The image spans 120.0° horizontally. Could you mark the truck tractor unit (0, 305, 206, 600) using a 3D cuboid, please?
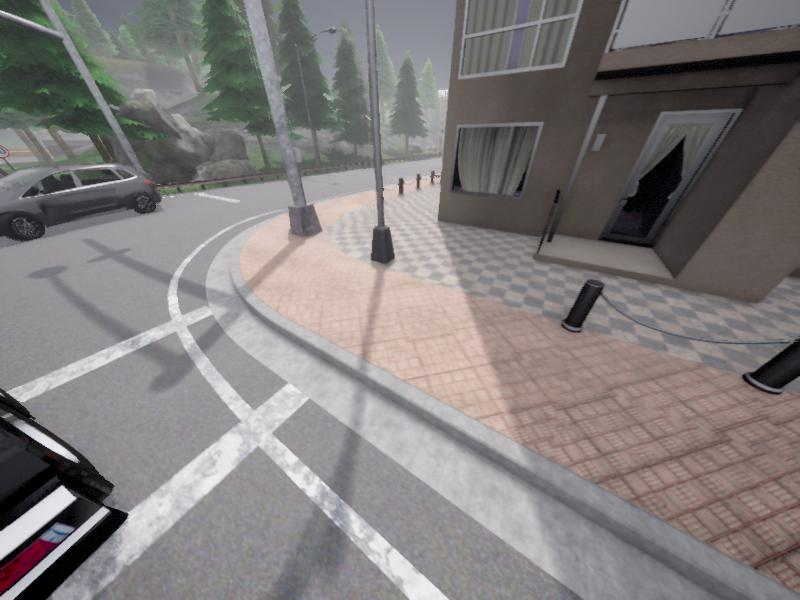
[{"bbox_3d":[-5.227,-0.163,0.589,6.516,4.208,3.053,13,37,18],"label":"truck tractor unit"}]

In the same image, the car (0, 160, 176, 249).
[{"bbox_3d":[-10.900,-3.351,7.433,2.242,1.667,4.611,8,36,12],"label":"car"}]
